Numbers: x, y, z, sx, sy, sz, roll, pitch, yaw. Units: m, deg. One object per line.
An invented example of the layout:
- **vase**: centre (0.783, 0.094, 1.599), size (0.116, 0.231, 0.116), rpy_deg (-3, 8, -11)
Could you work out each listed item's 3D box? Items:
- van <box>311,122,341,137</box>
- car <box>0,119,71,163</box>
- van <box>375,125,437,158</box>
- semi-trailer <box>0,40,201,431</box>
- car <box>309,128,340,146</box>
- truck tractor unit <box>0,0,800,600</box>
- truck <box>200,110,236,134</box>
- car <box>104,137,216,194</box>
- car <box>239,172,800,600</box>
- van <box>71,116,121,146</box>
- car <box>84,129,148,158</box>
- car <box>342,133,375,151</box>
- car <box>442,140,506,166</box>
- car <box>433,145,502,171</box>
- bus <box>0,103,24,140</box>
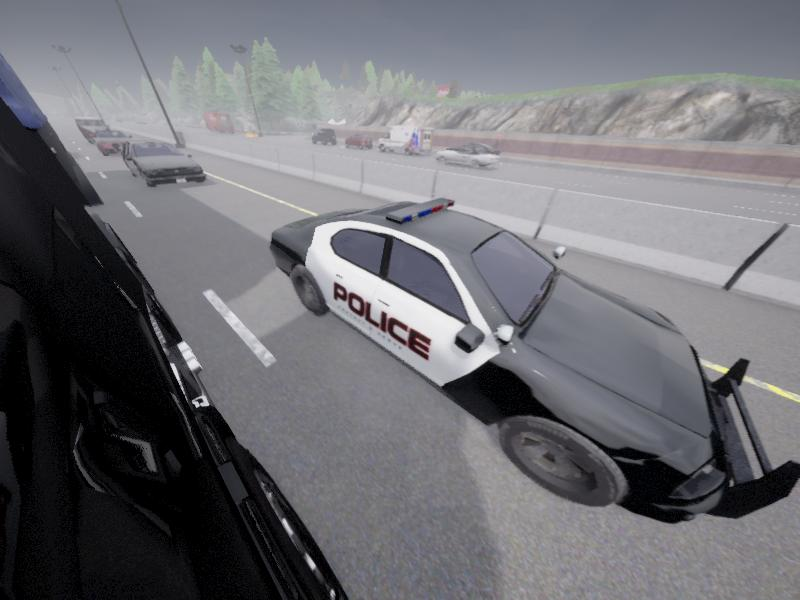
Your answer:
- **van**: centre (-16.039, -37.152, 50.450), size (1.988, 2.561, 5.915), rpy_deg (28, 43, 30)
- **car**: centre (-21.215, -9.154, 13.162), size (4.553, 1.767, 2.097), rpy_deg (28, 43, 30)
- **van**: centre (0.489, -16.903, 24.551), size (6.366, 2.431, 2.351), rpy_deg (28, 43, 30)
- **semi-trailer**: centre (-8.699, -3.591, 4.246), size (14.254, 4.402, 2.717), rpy_deg (28, 43, 30)
- **car**: centre (-10.407, -22.467, 31.815), size (3.866, 1.878, 1.905), rpy_deg (28, 43, 30)
- **truck tractor unit**: centre (-2.645, -0.295, 0.351), size (6.516, 4.208, 3.053), rpy_deg (28, 44, 30)
- **truck**: centre (-38.896, -38.086, 49.451), size (8.468, 3.827, 2.891), rpy_deg (30, 44, 32)
- **car**: centre (-10.261, -5.889, 9.803), size (5.357, 1.411, 2.033), rpy_deg (28, 43, 30)
- **car**: centre (0.548, -0.207, 2.708), size (4.974, 1.542, 2.038), rpy_deg (28, 43, 30)
- **van**: centre (-27.712, -15.398, 21.026), size (4.442, 1.987, 1.775), rpy_deg (28, 43, 30)
- **car**: centre (-19.433, -10.749, 15.797), size (4.181, 1.385, 1.994), rpy_deg (28, 43, 30)
- **car**: centre (-5.107, -19.513, 28.451), size (3.705, 1.549, 1.789), rpy_deg (28, 43, 30)
- **car**: centre (6.545, -13.321, 20.852), size (5.008, 1.535, 1.882), rpy_deg (28, 43, 30)
- **car**: centre (5.159, -11.232, 18.135), size (4.718, 1.301, 1.895), rpy_deg (28, 43, 30)
- **bus**: centre (-40.546, -17.806, 21.531), size (10.273, 4.253, 3.944), rpy_deg (28, 43, 30)
